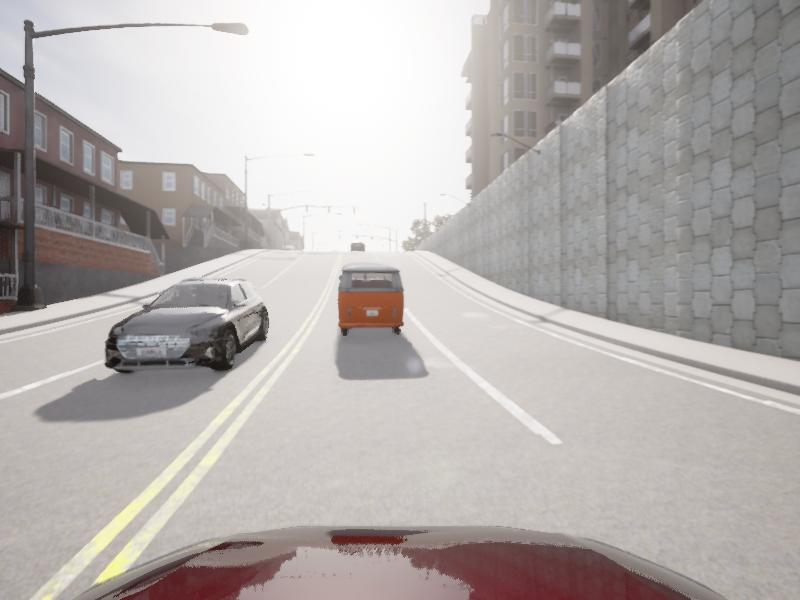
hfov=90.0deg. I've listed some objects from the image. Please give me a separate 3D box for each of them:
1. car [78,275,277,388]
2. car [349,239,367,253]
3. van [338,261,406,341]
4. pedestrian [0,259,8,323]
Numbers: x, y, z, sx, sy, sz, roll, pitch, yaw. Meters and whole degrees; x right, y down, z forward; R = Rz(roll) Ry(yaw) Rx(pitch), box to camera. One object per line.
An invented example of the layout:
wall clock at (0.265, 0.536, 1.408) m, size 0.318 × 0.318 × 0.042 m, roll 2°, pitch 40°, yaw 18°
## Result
car at (-4.208, 0.349, 8.735) m, size 2.033 × 1.649 × 4.856 m, roll 0°, pitch 5°, yaw -6°
car at (-5.304, -6.739, 50.308) m, size 2.128 × 1.511 × 4.902 m, roll -1°, pitch 5°, yaw -6°
van at (-1.008, -0.175, 12.624) m, size 1.775 × 1.987 × 4.442 m, roll 0°, pitch 7°, yaw -7°
pedestrian at (-12.034, -0.265, 11.510) m, size 0.751 × 1.860 × 0.751 m, roll 0°, pitch 0°, yaw 3°
